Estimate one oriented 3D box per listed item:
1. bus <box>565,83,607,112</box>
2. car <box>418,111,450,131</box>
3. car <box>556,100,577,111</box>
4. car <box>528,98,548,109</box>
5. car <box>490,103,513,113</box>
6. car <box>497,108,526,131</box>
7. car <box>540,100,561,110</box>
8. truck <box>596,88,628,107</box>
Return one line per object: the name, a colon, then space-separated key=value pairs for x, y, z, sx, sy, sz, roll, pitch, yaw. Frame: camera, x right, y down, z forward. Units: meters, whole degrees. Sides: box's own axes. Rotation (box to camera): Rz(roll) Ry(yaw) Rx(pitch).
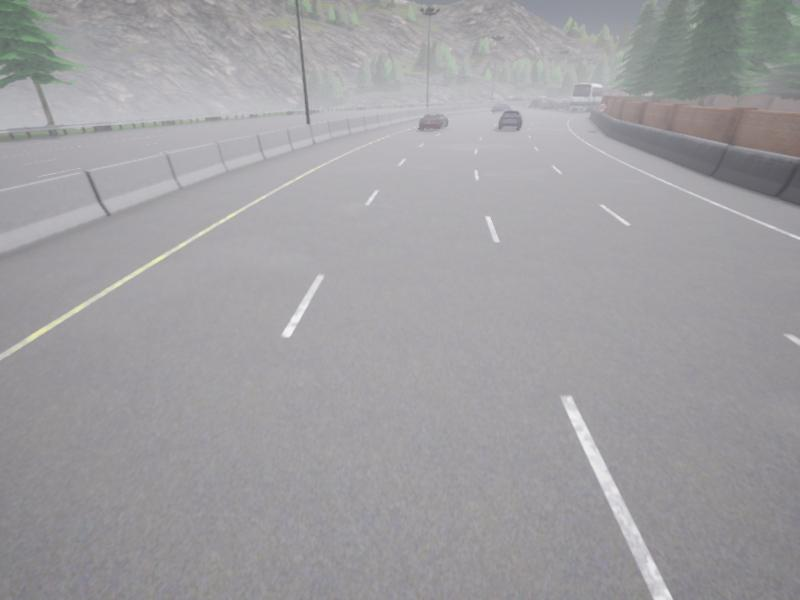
bus: x=32.732 y=-35.513 z=70.149 sx=3.944 sy=4.253 sz=10.273 roll=17 pitch=32 yaw=30
car: x=3.159 y=-16.480 z=36.733 sx=1.994 sy=1.385 sz=4.181 roll=8 pitch=29 yaw=16
car: x=30.365 y=-35.495 z=72.971 sx=2.152 sy=1.651 sz=5.027 roll=18 pitch=32 yaw=31
car: x=27.712 y=-39.449 z=80.300 sx=1.932 sy=1.855 sz=4.605 roll=19 pitch=33 yaw=33
car: x=16.581 y=-31.366 z=65.302 sx=2.033 sy=1.411 sz=5.357 roll=15 pitch=31 yaw=26
car: x=10.336 y=-16.734 z=36.928 sx=2.033 sy=1.649 sz=4.856 roll=8 pitch=29 yaw=16
car: x=28.644 y=-37.149 z=76.150 sx=2.033 sy=1.649 sz=4.856 roll=18 pitch=33 yaw=32
truck: x=48.301 y=-46.213 z=91.152 sx=8.468 sy=3.827 sz=2.891 roll=-24 pitch=36 yaw=-38
